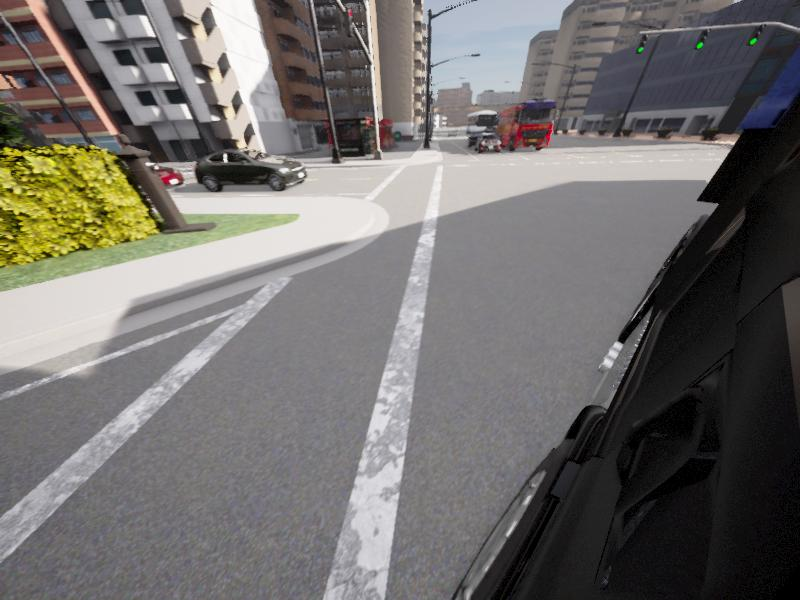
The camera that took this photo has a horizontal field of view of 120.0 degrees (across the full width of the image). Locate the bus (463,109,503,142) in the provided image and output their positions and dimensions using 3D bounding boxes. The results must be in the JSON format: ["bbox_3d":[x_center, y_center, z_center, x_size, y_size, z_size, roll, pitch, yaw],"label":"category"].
[{"bbox_3d":[14.599,-31.504,41.855,3.944,4.253,10.273,0,37,3],"label":"bus"}]

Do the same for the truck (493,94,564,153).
[{"bbox_3d":[11.906,-17.088,22.671,2.891,3.827,8.468,2,37,6],"label":"truck"}]

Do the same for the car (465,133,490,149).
[{"bbox_3d":[9.035,-18.840,27.299,1.994,1.385,4.181,3,37,7],"label":"car"}]

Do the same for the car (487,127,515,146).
[{"bbox_3d":[12.885,-21.085,29.776,2.097,1.767,4.553,2,36,6],"label":"car"}]

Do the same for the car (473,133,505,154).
[{"bbox_3d":[8.186,-14.697,21.624,1.970,1.475,3.806,2,37,6],"label":"car"}]

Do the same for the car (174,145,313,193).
[{"bbox_3d":[-7.221,-6.305,11.130,5.027,1.651,2.152,3,37,7],"label":"car"}]

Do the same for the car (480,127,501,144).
[{"bbox_3d":[13.532,-24.699,34.607,1.905,1.878,3.866,2,36,6],"label":"car"}]

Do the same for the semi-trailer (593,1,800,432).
[{"bbox_3d":[9.010,-3.368,3.899,14.254,4.402,2.717,-24,42,-26],"label":"semi-trailer"}]

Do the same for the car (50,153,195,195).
[{"bbox_3d":[-14.096,-6.555,11.999,4.792,1.488,2.163,3,37,7],"label":"car"}]

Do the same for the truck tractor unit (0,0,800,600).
[{"bbox_3d":[2.645,-0.295,0.351,6.516,4.208,3.053,-28,44,-30],"label":"truck tractor unit"}]
